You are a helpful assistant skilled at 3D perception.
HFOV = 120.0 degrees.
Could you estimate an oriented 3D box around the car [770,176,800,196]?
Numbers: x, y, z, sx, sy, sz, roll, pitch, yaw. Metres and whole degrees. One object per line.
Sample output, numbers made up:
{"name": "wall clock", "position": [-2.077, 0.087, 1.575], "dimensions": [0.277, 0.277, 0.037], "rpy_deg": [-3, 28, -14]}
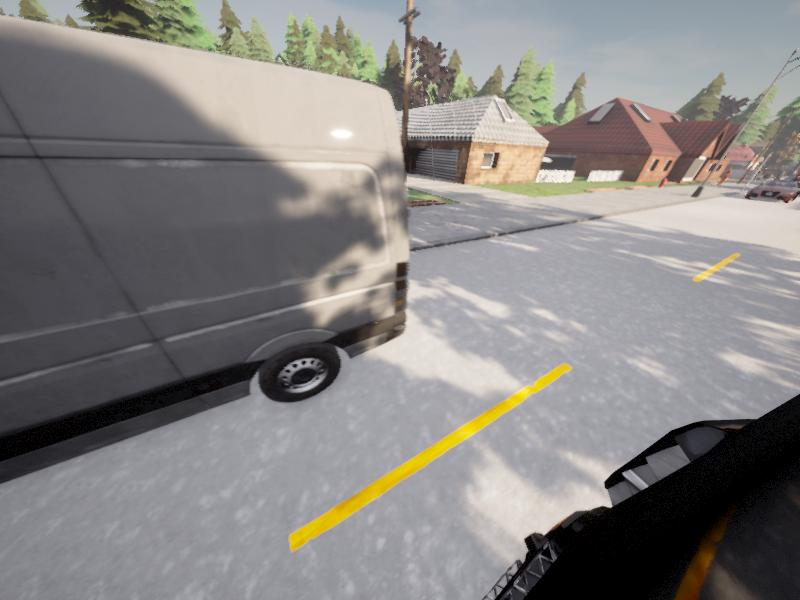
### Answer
{"name": "car", "position": [37.716, -10.843, 21.914], "dimensions": [3.806, 1.475, 1.970], "rpy_deg": [-15, 38, -25]}

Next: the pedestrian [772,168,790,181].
{"name": "pedestrian", "position": [66.208, -21.837, 40.131], "dimensions": [0.751, 1.860, 0.751], "rpy_deg": [-13, 37, -23]}

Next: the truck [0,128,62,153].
{"name": "truck", "position": [-42.213, -17.931, 25.904], "dimensions": [2.390, 2.098, 6.274], "rpy_deg": [-15, 37, -25]}

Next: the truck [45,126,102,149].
{"name": "truck", "position": [-47.800, -23.836, 34.052], "dimensions": [2.627, 2.467, 5.204], "rpy_deg": [-15, 37, -25]}

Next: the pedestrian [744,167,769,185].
{"name": "pedestrian", "position": [44.145, -15.341, 28.621], "dimensions": [0.751, 1.860, 0.751], "rpy_deg": [-11, 36, -20]}

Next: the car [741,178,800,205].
{"name": "car", "position": [27.950, -8.120, 17.147], "dimensions": [4.181, 1.385, 1.994], "rpy_deg": [-15, 38, -25]}

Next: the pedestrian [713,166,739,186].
{"name": "pedestrian", "position": [35.484, -13.494, 25.165], "dimensions": [0.751, 1.860, 0.751], "rpy_deg": [-18, 39, -29]}

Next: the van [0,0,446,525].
{"name": "van", "position": [-2.836, -0.135, 1.657], "dimensions": [5.915, 2.561, 1.988], "rpy_deg": [-15, 37, -25]}

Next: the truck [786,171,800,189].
{"name": "truck", "position": [52.786, -15.932, 28.632], "dimensions": [8.468, 3.827, 2.891], "rpy_deg": [-15, 38, -25]}
